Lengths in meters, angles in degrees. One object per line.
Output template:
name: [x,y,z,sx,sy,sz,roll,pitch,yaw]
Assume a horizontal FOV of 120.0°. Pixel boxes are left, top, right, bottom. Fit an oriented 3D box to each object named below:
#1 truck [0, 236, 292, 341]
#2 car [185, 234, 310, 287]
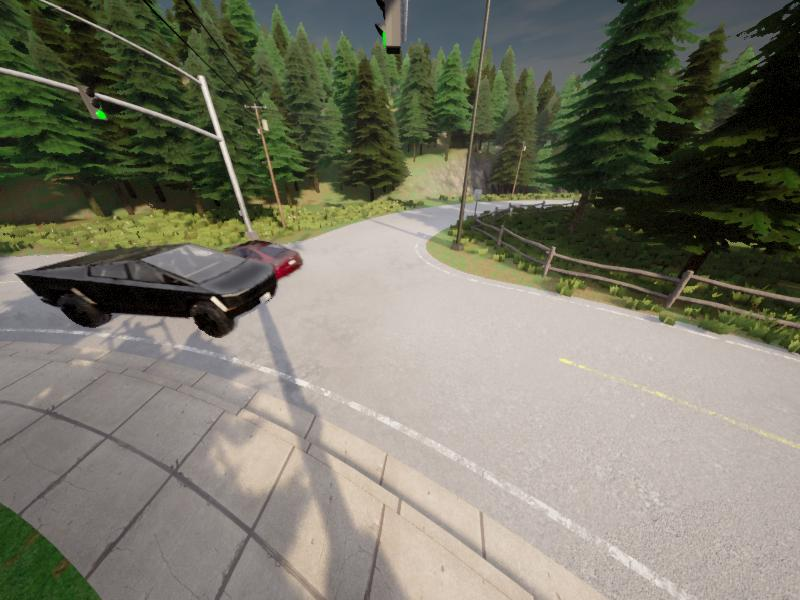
truck: [-7.184,-0.534,7.146,6.274,2.098,2.390,3,30,5]
car: [-6.517,-1.856,10.182,4.181,1.385,1.994,7,30,11]
